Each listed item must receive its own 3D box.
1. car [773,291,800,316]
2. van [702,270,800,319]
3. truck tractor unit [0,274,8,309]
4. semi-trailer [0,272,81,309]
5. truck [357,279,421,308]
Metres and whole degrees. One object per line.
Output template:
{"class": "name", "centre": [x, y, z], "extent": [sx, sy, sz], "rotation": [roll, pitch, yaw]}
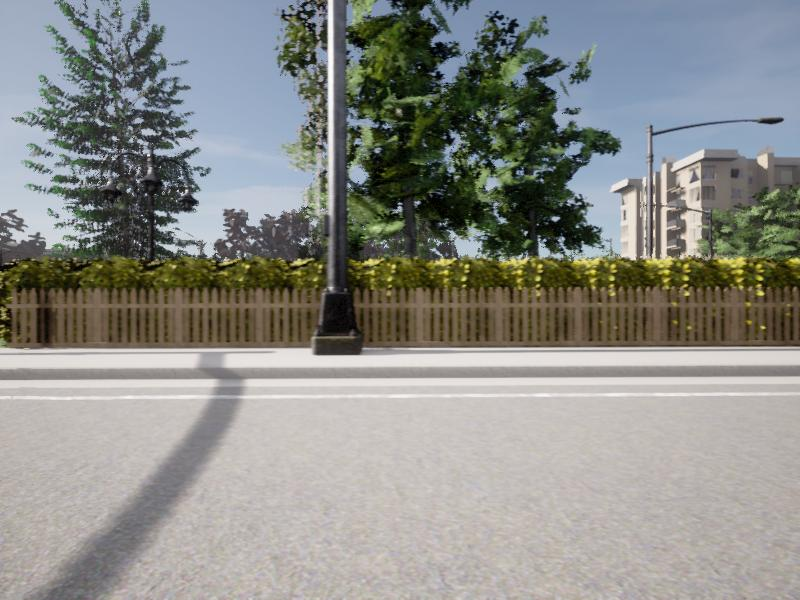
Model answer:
{"class": "car", "centre": [24.399, 0.211, 22.586], "extent": [2.163, 1.488, 4.792], "rotation": [0, 0, 0]}
{"class": "van", "centre": [20.896, -0.257, 22.942], "extent": [2.351, 2.431, 6.366], "rotation": [0, 0, 0]}
{"class": "truck tractor unit", "centre": [-49.088, -1.049, 45.273], "extent": [3.053, 4.208, 6.516], "rotation": [0, -1, -2]}
{"class": "semi-trailer", "centre": [-49.268, -1.141, 53.181], "extent": [2.717, 4.402, 14.254], "rotation": [0, 0, -1]}
{"class": "truck", "centre": [-1.490, -0.922, 54.715], "extent": [8.468, 3.827, 2.891], "rotation": [0, 0, -1]}
